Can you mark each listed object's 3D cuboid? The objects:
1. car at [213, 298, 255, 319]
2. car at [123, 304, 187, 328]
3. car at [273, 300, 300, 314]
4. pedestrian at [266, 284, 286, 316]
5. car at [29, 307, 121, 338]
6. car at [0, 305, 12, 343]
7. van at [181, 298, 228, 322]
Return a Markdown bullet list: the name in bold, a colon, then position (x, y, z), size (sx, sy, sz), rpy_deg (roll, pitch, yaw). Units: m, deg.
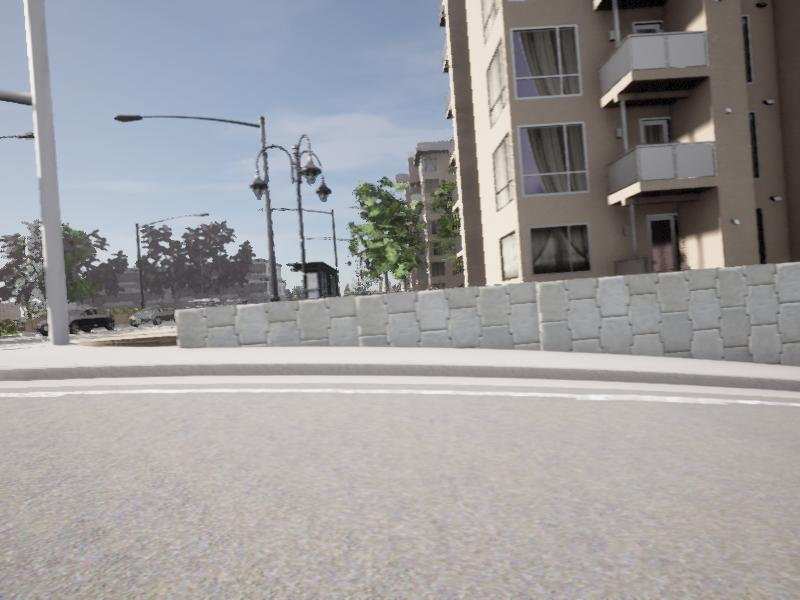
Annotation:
- **car**: position (-18.596, 0.917, 45.163), size (2.150, 2.045, 5.566), rpy_deg (-4, 0, 0)
- **car**: position (-18.693, 1.192, 30.829), size (2.007, 1.525, 4.514), rpy_deg (-4, 0, 0)
- **car**: position (-15.021, 0.959, 53.108), size (2.038, 1.542, 4.974), rpy_deg (-5, -1, 0)
- **pedestrian**: position (-7.482, 0.020, 24.193), size (0.751, 1.860, 0.751), rpy_deg (-4, 0, 7)
- **car**: position (-18.752, 1.227, 23.368), size (1.816, 1.474, 4.193), rpy_deg (-4, 0, 0)
- **car**: position (-18.822, 1.137, 15.885), size (2.242, 1.667, 4.611), rpy_deg (-4, 0, 0)
- **van**: position (-18.649, 0.927, 38.433), size (2.069, 2.038, 4.480), rpy_deg (-4, 0, 0)
